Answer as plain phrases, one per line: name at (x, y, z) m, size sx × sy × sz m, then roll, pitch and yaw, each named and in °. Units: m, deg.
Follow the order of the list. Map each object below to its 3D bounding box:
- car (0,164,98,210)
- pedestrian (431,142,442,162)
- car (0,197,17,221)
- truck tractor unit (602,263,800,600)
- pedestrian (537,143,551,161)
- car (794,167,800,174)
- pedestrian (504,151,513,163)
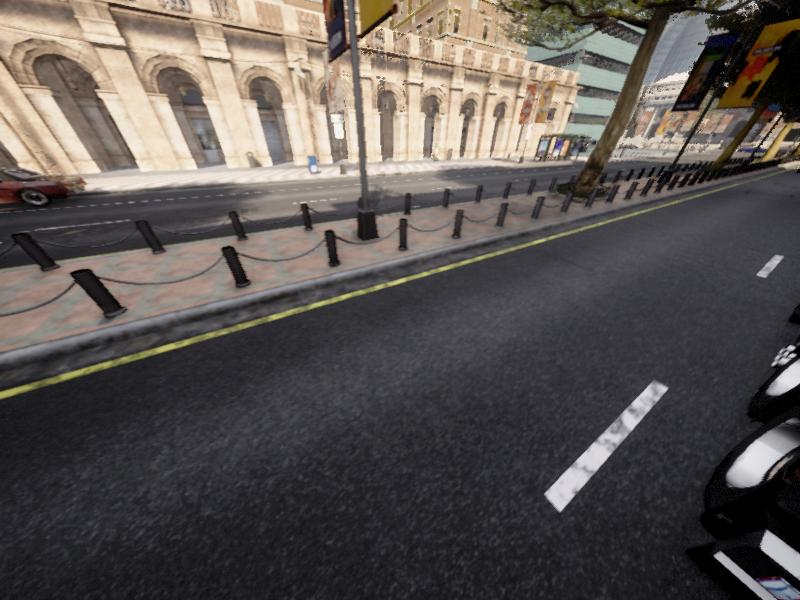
car at (-15.878, -4.309, 8.910) m, size 4.718 × 1.301 × 1.895 m, roll -18°, pitch 39°, yaw -25°
pedestrian at (4.268, -17.317, 27.009) m, size 0.751 × 1.860 × 0.751 m, roll -18°, pitch 39°, yaw -25°
car at (-14.787, -2.762, 6.184) m, size 3.866 × 1.878 × 1.905 m, roll -18°, pitch 39°, yaw -24°
truck tractor unit at (5.114, -0.296, 0.785) m, size 6.516 × 4.208 × 3.053 m, roll -18°, pitch 39°, yaw -24°
pedestrian at (17.921, -18.467, 28.793) m, size 0.751 × 1.860 × 0.751 m, roll -18°, pitch 39°, yaw -25°
car at (37.489, -12.079, 20.294) m, size 5.238 × 1.638 × 1.930 m, roll -18°, pitch 39°, yaw -24°
pedestrian at (12.219, -16.110, 26.015) m, size 0.500 × 1.100 × 0.500 m, roll -17°, pitch 38°, yaw -23°
